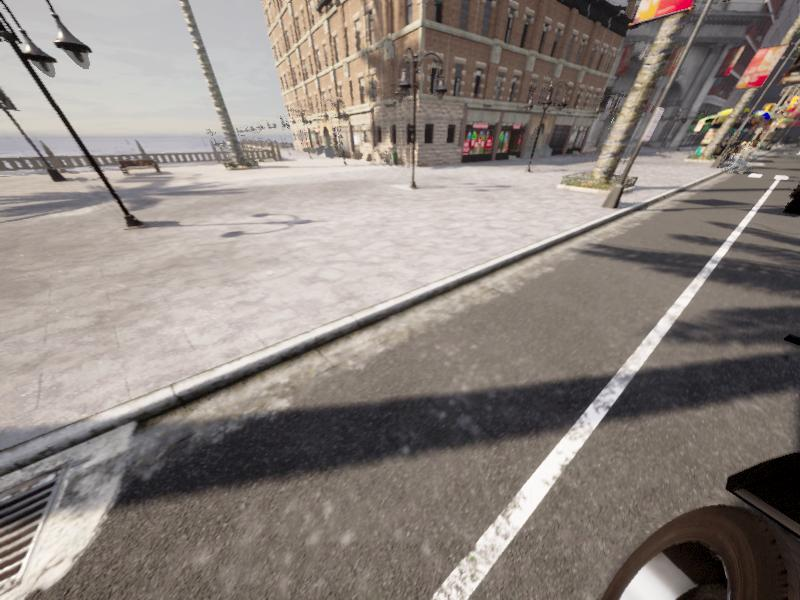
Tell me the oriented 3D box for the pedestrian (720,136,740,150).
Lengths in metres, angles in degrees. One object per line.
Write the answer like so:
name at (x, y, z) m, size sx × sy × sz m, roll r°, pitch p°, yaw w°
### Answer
pedestrian at (52.565, -25.028, 36.792) m, size 0.751 × 1.860 × 0.751 m, roll 5°, pitch 36°, yaw 7°

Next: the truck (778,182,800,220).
truck at (15.745, -4.054, 7.647) m, size 6.274 × 2.098 × 2.390 m, roll -22°, pitch 41°, yaw -27°

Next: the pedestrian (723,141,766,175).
pedestrian at (22.602, -9.352, 15.220) m, size 0.751 × 1.860 × 0.751 m, roll -27°, pitch 43°, yaw -32°

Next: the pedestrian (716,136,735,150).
pedestrian at (52.687, -25.464, 37.406) m, size 0.751 × 1.860 × 0.751 m, roll 5°, pitch 36°, yaw 7°
